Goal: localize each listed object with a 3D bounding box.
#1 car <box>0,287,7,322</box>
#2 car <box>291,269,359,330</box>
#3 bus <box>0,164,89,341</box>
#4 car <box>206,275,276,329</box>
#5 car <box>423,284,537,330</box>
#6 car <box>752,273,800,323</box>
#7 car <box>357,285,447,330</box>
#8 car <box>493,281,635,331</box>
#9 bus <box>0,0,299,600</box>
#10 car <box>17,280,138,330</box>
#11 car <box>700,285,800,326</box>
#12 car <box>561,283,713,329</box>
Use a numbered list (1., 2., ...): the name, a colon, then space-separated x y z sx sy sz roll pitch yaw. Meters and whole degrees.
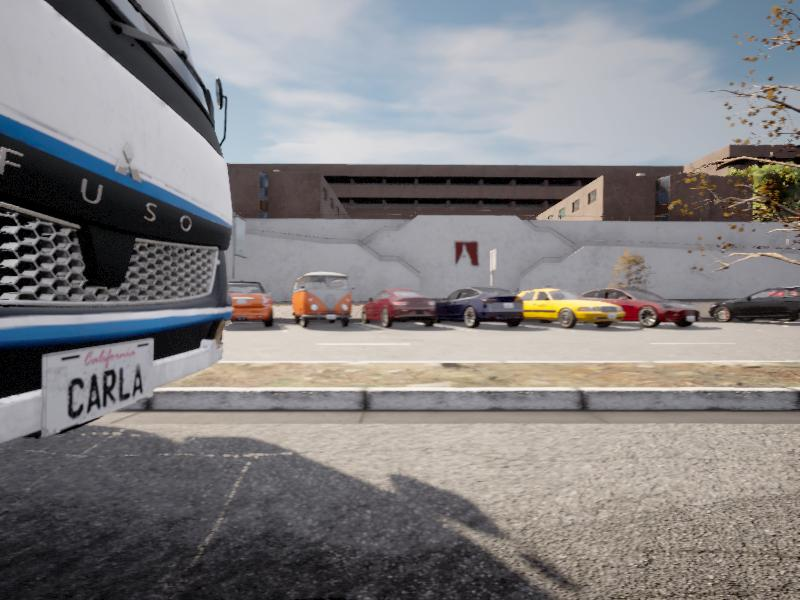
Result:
1. car: -17.959 0.176 15.415 1.946 1.575 5.366 1 -1 -20
2. car: -3.055 0.012 15.471 1.878 1.987 4.442 1 -1 -20
3. bus: -14.755 -1.173 10.395 10.273 4.253 3.944 0 0 0
4. car: -6.083 0.106 15.551 2.185 1.767 4.553 0 -1 -20
5. car: 2.849 0.267 15.597 2.163 1.488 4.792 0 -1 -20
6. car: 17.772 -0.102 15.588 2.435 2.045 5.566 0 -1 -20
7. car: -0.123 0.278 15.568 2.002 1.452 4.674 0 -1 -20
8. car: 5.918 0.221 15.396 1.946 1.575 5.366 0 -1 -20
9. bus: -6.098 -1.140 1.822 10.273 4.253 3.944 0 0 0
10. car: -11.993 0.204 15.410 1.946 1.575 5.366 1 -1 -20
11. car: 14.803 0.213 15.557 2.002 1.452 4.674 0 -1 -20
12. car: 8.846 0.243 15.539 2.163 1.488 4.792 0 -1 -20
